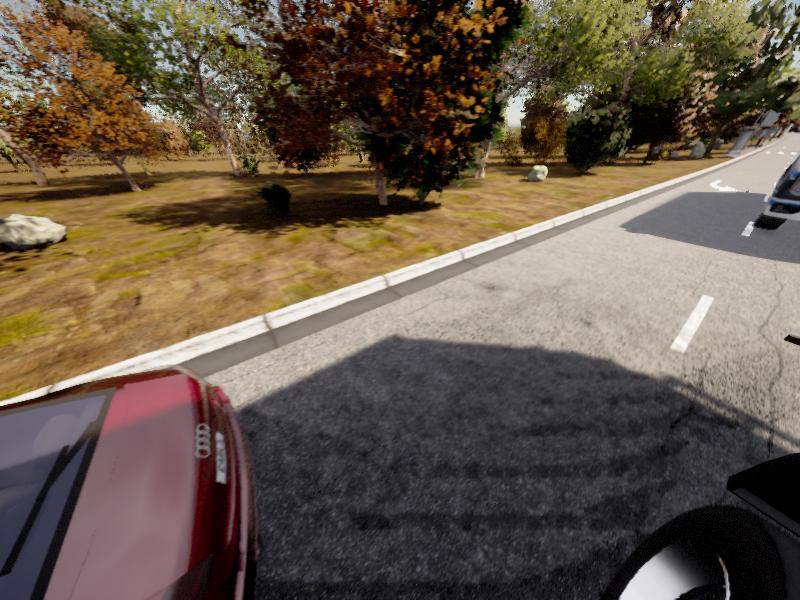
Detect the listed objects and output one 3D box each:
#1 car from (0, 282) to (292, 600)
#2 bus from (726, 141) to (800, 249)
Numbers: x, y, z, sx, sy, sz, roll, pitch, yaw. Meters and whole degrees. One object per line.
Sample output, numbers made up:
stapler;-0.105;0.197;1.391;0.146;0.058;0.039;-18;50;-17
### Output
car;-2.759;1.601;0.473;4.181;1.385;1.994;-22;41;-28
bus;14.402;-4.325;6.307;10.273;4.253;3.944;-22;41;-28
